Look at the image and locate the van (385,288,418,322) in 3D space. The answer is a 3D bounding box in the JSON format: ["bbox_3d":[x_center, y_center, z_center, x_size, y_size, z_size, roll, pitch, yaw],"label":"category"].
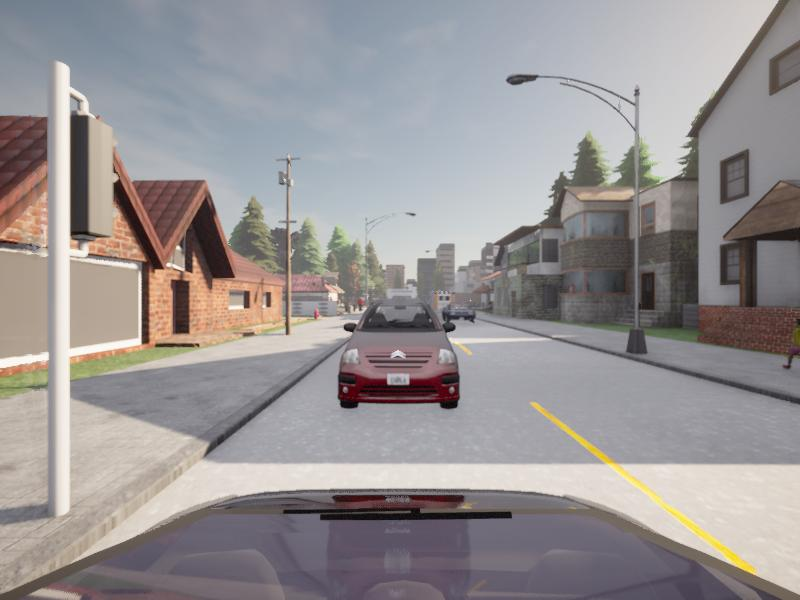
[{"bbox_3d":[0.136,0.354,31.719,2.351,2.431,6.366,0,0,0],"label":"van"}]

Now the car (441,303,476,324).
[{"bbox_3d":[4.122,0.922,28.825,1.895,1.301,4.718,0,0,0],"label":"car"}]

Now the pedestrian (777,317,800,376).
[{"bbox_3d":[7.857,0.898,7.831,0.500,1.100,0.500,0,0,3],"label":"pedestrian"}]

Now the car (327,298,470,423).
[{"bbox_3d":[-0.003,0.782,7.176,1.851,1.617,3.988,0,0,0],"label":"car"}]

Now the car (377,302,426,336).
[{"bbox_3d":[0.070,0.836,20.207,2.163,1.488,4.792,0,0,0],"label":"car"}]

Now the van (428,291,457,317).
[{"bbox_3d":[4.191,0.347,40.615,2.351,2.431,6.366,0,0,0],"label":"van"}]

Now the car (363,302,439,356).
[{"bbox_3d":[0.035,0.841,13.741,2.163,1.488,4.792,0,0,0],"label":"car"}]
